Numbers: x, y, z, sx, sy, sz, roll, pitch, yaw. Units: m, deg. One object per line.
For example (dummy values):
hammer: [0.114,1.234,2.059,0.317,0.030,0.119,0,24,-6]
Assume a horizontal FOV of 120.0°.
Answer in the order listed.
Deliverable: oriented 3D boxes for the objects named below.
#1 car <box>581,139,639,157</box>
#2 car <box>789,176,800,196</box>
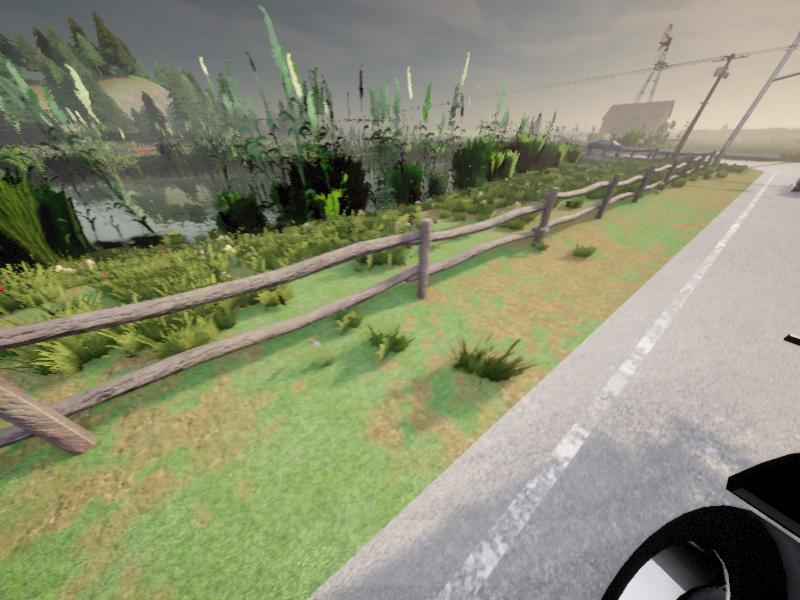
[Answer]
car: [25.207,-18.501,27.951,1.812,1.442,4.674,-20,43,-26]
car: [20.009,-5.594,10.427,4.181,1.385,1.994,-22,41,-28]
